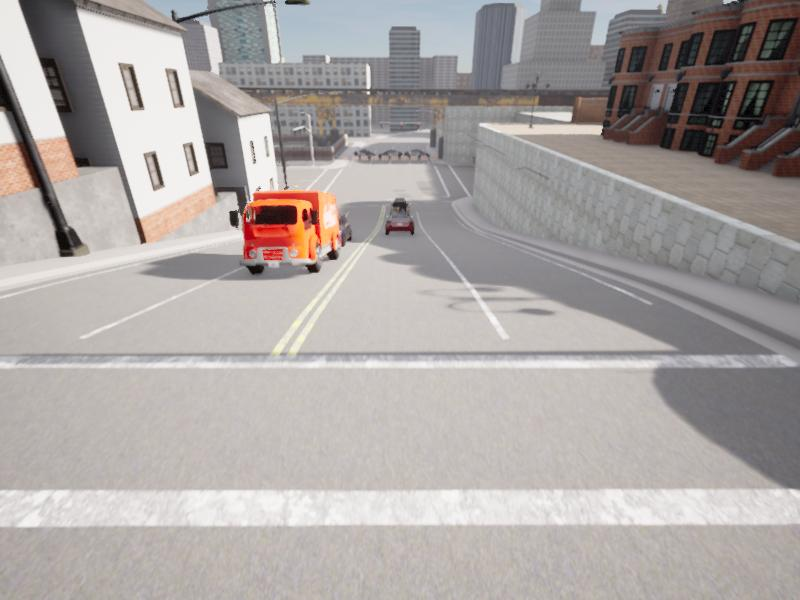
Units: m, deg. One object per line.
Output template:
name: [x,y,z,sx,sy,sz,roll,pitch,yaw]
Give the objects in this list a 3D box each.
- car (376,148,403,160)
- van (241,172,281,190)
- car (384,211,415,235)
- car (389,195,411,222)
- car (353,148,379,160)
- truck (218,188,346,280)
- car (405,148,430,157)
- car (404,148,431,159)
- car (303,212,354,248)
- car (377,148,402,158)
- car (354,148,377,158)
car: [-1.985,-28.136,76.993,4.974,1.542,2.038,-18,32,-32]
van: [-17.988,-15.490,51.942,4.442,1.987,1.775,0,27,0]
car: [-0.006,-5.446,28.007,1.994,1.385,4.181,0,14,0]
car: [-0.003,-8.641,37.514,1.932,1.855,4.605,0,21,0]
car: [-6.593,-28.154,77.012,4.974,1.542,2.038,24,36,38]
truck: [-3.548,-2.408,13.518,2.627,2.467,5.204,-1,14,0]
car: [3.342,-28.621,77.612,4.536,1.218,1.853,14,30,26]
car: [3.388,-28.470,77.662,4.974,1.542,2.038,14,30,26]
car: [-3.509,-3.653,20.422,1.816,1.474,4.193,0,14,0]
car: [-1.943,-28.290,76.948,4.536,1.218,1.853,-18,32,-32]
car: [-6.630,-28.310,76.972,4.536,1.218,1.853,24,36,38]
